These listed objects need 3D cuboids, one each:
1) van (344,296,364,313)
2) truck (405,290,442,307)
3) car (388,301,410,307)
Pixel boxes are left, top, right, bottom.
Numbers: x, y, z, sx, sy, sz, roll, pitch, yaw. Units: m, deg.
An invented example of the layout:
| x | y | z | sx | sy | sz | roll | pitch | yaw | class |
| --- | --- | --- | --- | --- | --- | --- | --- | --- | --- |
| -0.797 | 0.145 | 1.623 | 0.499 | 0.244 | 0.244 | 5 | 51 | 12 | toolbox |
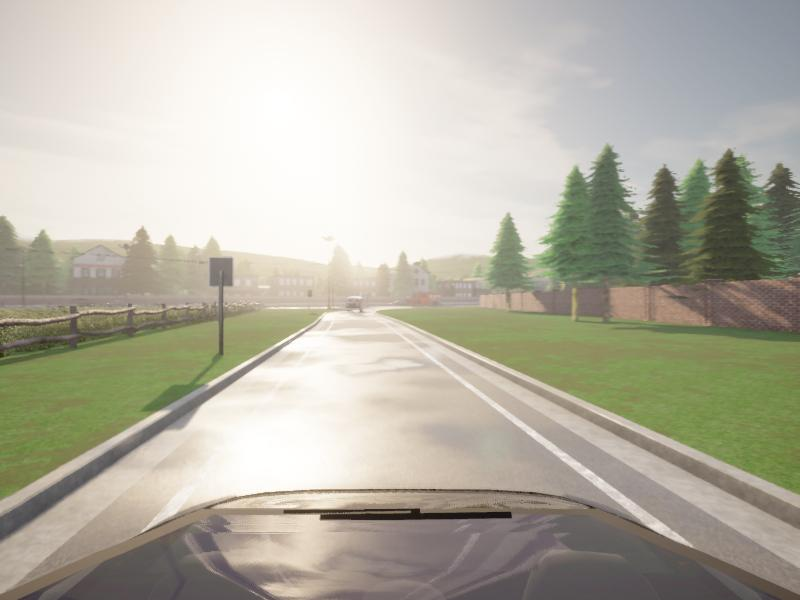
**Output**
| x | y | z | sx | sy | sz | roll | pitch | yaw | class |
| --- | --- | --- | --- | --- | --- | --- | --- | --- | --- |
| -5.732 | 0.580 | 50.517 | 2.069 | 2.038 | 4.480 | 0 | 0 | 0 | van |
| 5.455 | -0.323 | 93.637 | 8.468 | 3.827 | 2.891 | 0 | 0 | -32 | truck |
| -0.279 | 0.877 | 94.204 | 4.902 | 1.511 | 2.128 | 0 | 0 | -32 | car |
